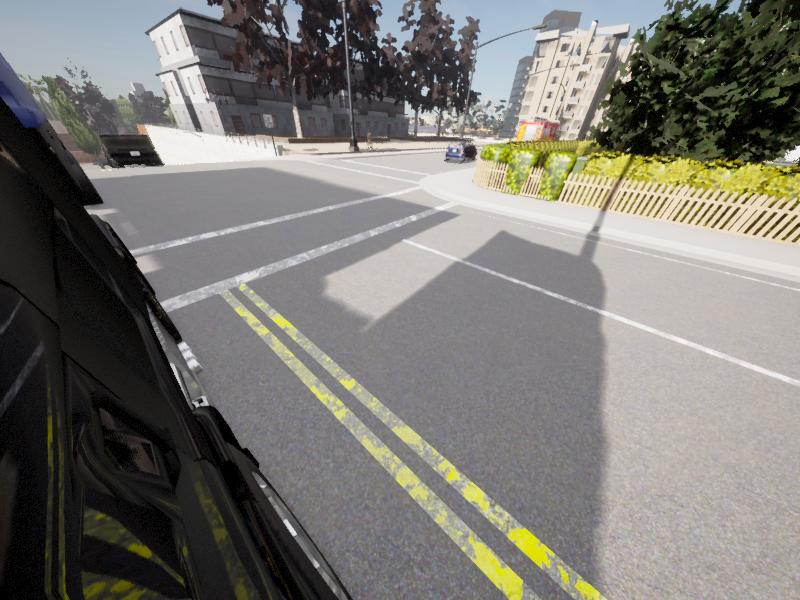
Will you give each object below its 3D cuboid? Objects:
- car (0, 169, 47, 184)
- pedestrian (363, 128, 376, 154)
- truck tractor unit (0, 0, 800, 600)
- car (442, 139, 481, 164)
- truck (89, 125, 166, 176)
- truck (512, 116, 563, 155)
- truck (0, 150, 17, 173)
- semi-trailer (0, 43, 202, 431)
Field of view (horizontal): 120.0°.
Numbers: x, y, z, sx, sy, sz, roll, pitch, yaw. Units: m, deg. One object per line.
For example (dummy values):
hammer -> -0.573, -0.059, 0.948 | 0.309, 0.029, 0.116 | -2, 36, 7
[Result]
car -> -66.494, -21.661, 40.458 | 1.882, 1.535, 5.008 | 28, 44, 30
pedestrian -> -2.740, -14.254, 20.682 | 0.751, 1.860, 0.751 | 27, 43, 29
truck tractor unit -> -2.645, -0.295, 0.351 | 6.516, 4.208, 3.053 | 28, 44, 30
car -> 5.313, -12.758, 19.742 | 1.789, 1.549, 3.705 | 23, 42, 25
truck -> -18.909, -10.217, 16.107 | 6.274, 2.098, 2.390 | 18, 38, 37
truck -> 18.653, -22.097, 31.167 | 2.891, 3.827, 8.468 | 29, 44, 30
truck -> -81.572, -26.213, 43.678 | 2.891, 3.827, 8.468 | 28, 44, 30
semi-trailer -> -8.692, -3.611, 4.232 | 14.254, 4.402, 2.717 | 28, 44, 30
